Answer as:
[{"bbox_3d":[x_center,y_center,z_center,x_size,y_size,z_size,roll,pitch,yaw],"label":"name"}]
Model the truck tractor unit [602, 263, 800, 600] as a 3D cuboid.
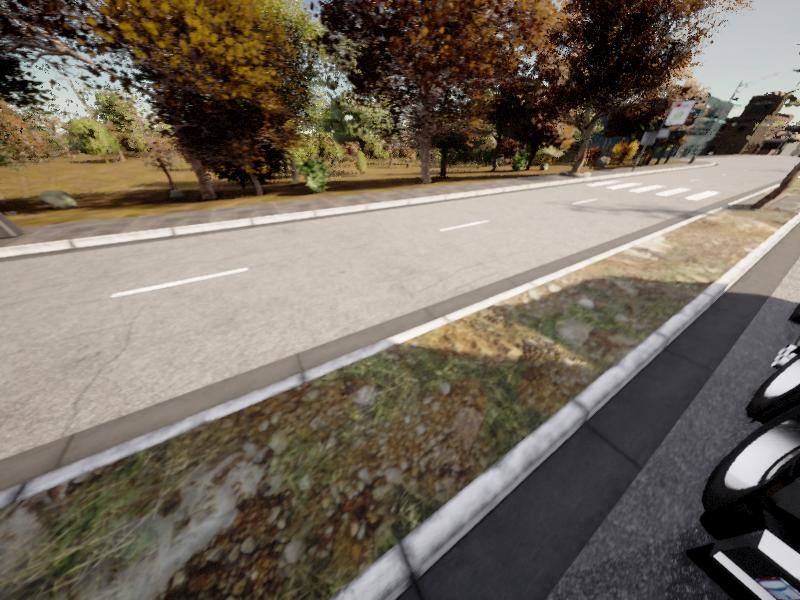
[{"bbox_3d":[5.111,-0.300,0.784,6.516,4.208,3.053,-18,39,-24],"label":"truck tractor unit"}]
